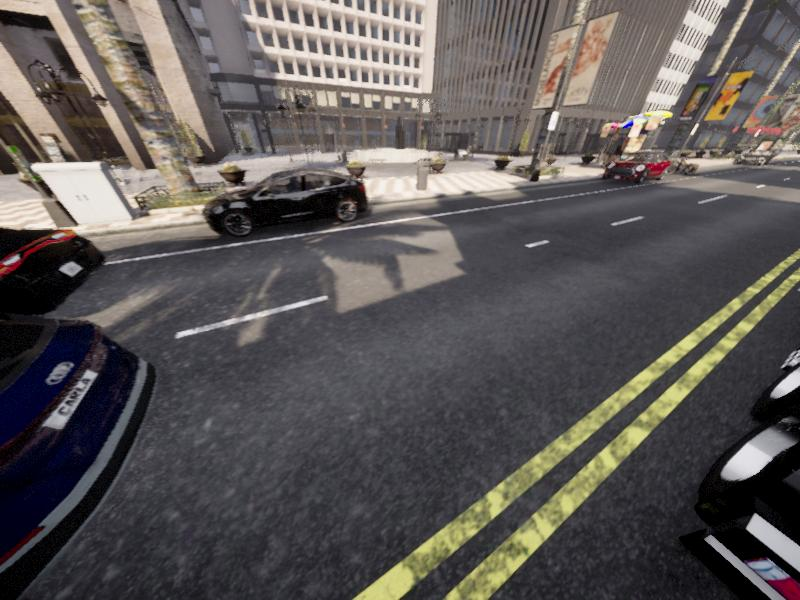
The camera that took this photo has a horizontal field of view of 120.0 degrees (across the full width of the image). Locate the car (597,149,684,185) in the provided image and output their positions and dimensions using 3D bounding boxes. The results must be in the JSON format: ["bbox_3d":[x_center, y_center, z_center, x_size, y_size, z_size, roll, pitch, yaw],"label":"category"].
[{"bbox_3d":[16.125,-9.055,15.555,4.553,1.767,2.185,-17,39,-23],"label":"car"}]

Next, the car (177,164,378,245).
[{"bbox_3d":[-3.363,-3.230,7.267,4.792,1.488,2.163,-17,39,-23],"label":"car"}]

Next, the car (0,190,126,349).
[{"bbox_3d":[-7.320,-0.020,2.587,4.974,1.542,2.038,-17,38,-23],"label":"car"}]

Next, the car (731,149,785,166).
[{"bbox_3d":[41.999,-16.776,27.121,4.892,1.521,2.231,-17,39,-23],"label":"car"}]

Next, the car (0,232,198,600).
[{"bbox_3d":[-4.149,1.272,0.696,4.856,1.649,2.033,-16,38,-23],"label":"car"}]

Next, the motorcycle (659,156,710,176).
[{"bbox_3d":[22.672,-10.706,18.489,2.356,1.277,0.764,1,35,1],"label":"motorcycle"}]

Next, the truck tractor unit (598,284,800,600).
[{"bbox_3d":[5.151,-0.258,0.731,6.516,4.208,3.053,-17,39,-23],"label":"truck tractor unit"}]
